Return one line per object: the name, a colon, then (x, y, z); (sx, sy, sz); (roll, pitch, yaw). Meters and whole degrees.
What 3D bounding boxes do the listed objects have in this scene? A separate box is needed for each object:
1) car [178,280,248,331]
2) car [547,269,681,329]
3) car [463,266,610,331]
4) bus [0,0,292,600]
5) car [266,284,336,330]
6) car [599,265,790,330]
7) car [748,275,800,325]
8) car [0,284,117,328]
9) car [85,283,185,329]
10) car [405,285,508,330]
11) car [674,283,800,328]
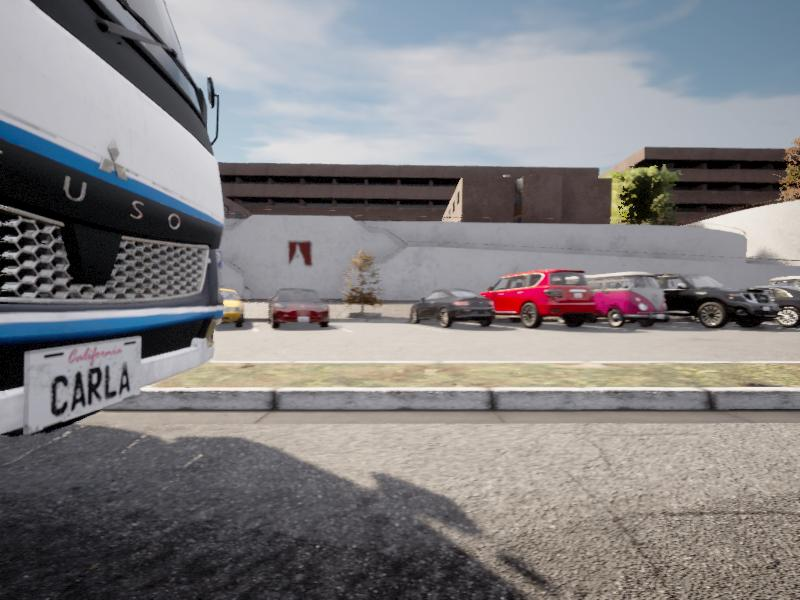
car: (-6.941, 0.214, 15.397); (1.946, 1.575, 5.366); (1, -1, -20)
car: (7.958, 0.005, 15.457); (1.878, 1.987, 4.442); (0, -1, -20)
car: (4.915, -0.013, 15.593); (2.435, 2.045, 5.566); (0, -1, -20)
bus: (-6.161, -1.147, 1.820); (10.273, 4.253, 3.944); (0, 0, 0)
car: (-4.013, 0.260, 15.541); (2.163, 1.488, 4.792); (1, -1, -20)
car: (10.911, -0.025, 15.540); (2.435, 2.045, 5.566); (0, -1, -20)
car: (16.819, -0.011, 15.670); (1.878, 1.987, 4.442); (0, -1, -20)
car: (-12.982, 0.223, 15.567); (2.002, 1.452, 4.674); (0, -1, -20)
car: (-10.010, 0.236, 15.597); (2.163, 1.488, 4.792); (0, -1, -20)
car: (1.944, 0.278, 15.562); (2.002, 1.452, 4.674); (0, -1, -20)
car: (13.880, 0.221, 15.554); (2.231, 1.521, 4.892); (0, -1, -20)
